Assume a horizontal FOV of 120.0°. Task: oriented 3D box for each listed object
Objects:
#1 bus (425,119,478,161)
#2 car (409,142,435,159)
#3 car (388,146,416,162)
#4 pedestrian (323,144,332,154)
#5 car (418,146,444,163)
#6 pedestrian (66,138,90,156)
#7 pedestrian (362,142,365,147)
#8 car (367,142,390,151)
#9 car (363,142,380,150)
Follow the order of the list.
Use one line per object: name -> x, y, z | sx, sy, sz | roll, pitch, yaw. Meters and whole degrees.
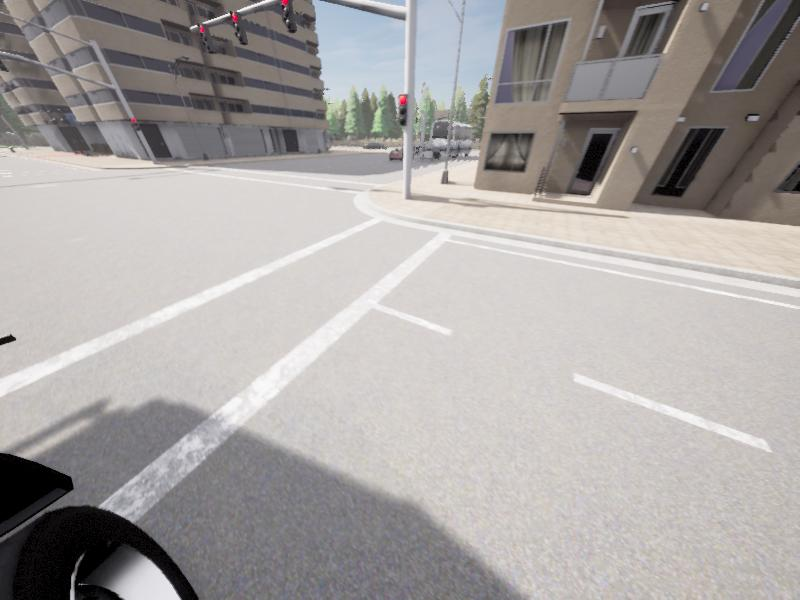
bus -> 7.655, -23.147, 33.548 | 3.944, 4.253, 10.273 | 18, 38, 23
car -> 3.221, -21.606, 33.350 | 1.932, 1.855, 4.605 | 18, 38, 23
car -> 0.324, -18.442, 29.124 | 1.970, 1.475, 3.806 | 18, 38, 23
pedestrian -> -11.688, -24.339, 37.263 | 0.751, 1.300, 0.751 | 18, 39, 23
car -> 3.897, -17.992, 28.483 | 1.845, 1.501, 3.633 | 18, 38, 23
pedestrian -> -39.639, -18.828, 28.477 | 0.751, 1.860, 0.751 | 12, 36, 16
pedestrian -> -10.923, -46.521, 69.155 | 0.500, 1.100, 0.500 | 19, 39, 25
car -> -4.983, -35.509, 53.413 | 4.892, 1.490, 1.837 | 18, 38, 24
car -> -7.057, -38.498, 57.636 | 3.633, 1.501, 1.845 | 18, 39, 23
